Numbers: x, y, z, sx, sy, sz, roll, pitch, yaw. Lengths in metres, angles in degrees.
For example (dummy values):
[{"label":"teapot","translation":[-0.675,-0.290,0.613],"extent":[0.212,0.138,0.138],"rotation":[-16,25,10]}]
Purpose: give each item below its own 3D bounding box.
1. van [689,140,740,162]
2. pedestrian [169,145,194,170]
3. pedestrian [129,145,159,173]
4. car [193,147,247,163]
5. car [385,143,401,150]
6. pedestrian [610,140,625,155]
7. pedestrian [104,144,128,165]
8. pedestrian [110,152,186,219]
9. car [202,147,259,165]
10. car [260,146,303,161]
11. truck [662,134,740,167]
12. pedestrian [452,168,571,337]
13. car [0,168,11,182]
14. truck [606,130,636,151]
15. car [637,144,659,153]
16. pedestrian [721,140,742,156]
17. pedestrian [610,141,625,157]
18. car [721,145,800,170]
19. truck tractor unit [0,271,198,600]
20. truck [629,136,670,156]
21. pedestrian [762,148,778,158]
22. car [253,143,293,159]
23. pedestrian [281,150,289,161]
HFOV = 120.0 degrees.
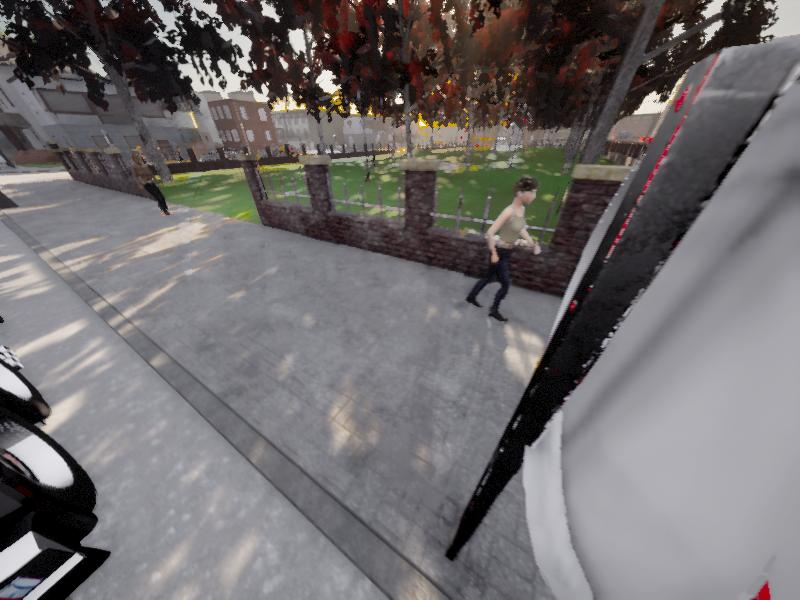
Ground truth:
[{"label":"van","translation":[37.128,-17.786,27.477],"extent":[1.775,1.987,4.442],"rotation":[18,39,25]},{"label":"pedestrian","translation":[-19.063,-12.458,20.204],"extent":[0.751,1.860,0.751],"rotation":[20,40,26]},{"label":"pedestrian","translation":[-20.432,-11.253,18.486],"extent":[0.751,1.860,0.751],"rotation":[20,40,26]},{"label":"car","translation":[-23.109,-18.829,29.916],"extent":[2.128,1.511,4.902],"rotation":[18,39,24]},{"label":"car","translation":[-1.730,-39.789,59.844],"extent":[1.837,1.490,4.892],"rotation":[18,39,24]},{"label":"pedestrian","translation":[32.983,-23.120,35.056],"extent":[0.751,1.860,0.751],"rotation":[11,37,16]},{"label":"pedestrian","translation":[-31.238,-16.031,25.425],"extent":[0.751,1.860,0.751],"rotation":[19,39,25]},{"label":"pedestrian","translation":[-8.224,-3.770,7.633],"extent":[0.751,1.860,0.751],"rotation":[13,37,18]},{"label":"car","translation":[-19.972,-17.219,27.471],"extent":[2.033,1.649,4.856],"rotation":[17,38,23]},{"label":"car","translation":[-16.427,-20.581,32.373],"extent":[2.128,1.511,4.902],"rotation":[17,38,23]},{"label":"truck","translation":[29.288,-14.801,22.848],"extent":[2.627,2.467,5.204],"rotation":[18,38,25]},{"label":"pedestrian","translation":[1.305,-0.580,2.970],"extent":[0.751,1.860,0.751],"rotation":[26,43,33]},{"label":"car","translation":[-27.541,-7.635,13.881],"extent":[2.128,1.511,4.902],"rotation":[-18,39,-23]},{"label":"truck","translation":[52.250,-37.805,54.859],"extent":[2.891,3.827,8.468],"rotation":[18,39,25]},{"label":"car","translation":[51.643,-31.616,48.186],"extent":[1.895,1.301,4.718],"rotation":[18,39,25]},{"label":"pedestrian","translation":[45.166,-20.715,31.497],"extent":[0.751,1.860,0.751],"rotation":[19,39,25]},{"label":"pedestrian","translation":[29.416,-20.462,31.271],"extent":[0.751,1.860,0.751],"rotation":[13,37,19]},{"label":"car","translation":[32.383,-12.977,20.925],"extent":[2.033,1.649,4.856],"rotation":[18,39,25]},{"label":"truck tractor unit","translation":[-5.122,-0.290,0.759],"extent":[6.516,4.208,3.053],"rotation":[18,39,24]},{"label":"truck","translation":[38.693,-24.053,36.049],"extent":[2.627,2.467,5.204],"rotation":[18,39,25]},{"label":"pedestrian","translation":[46.593,-18.529,29.096],"extent":[0.500,1.100,0.500],"rotation":[-17,38,-22]},{"label":"car","translation":[-19.087,-22.582,34.948],"extent":[1.932,1.855,4.605],"rotation":[20,40,27]},{"label":"pedestrian","translation":[-14.291,-17.999,28.782],"extent":[0.500,1.100,0.500],"rotation":[-21,40,-27]}]
